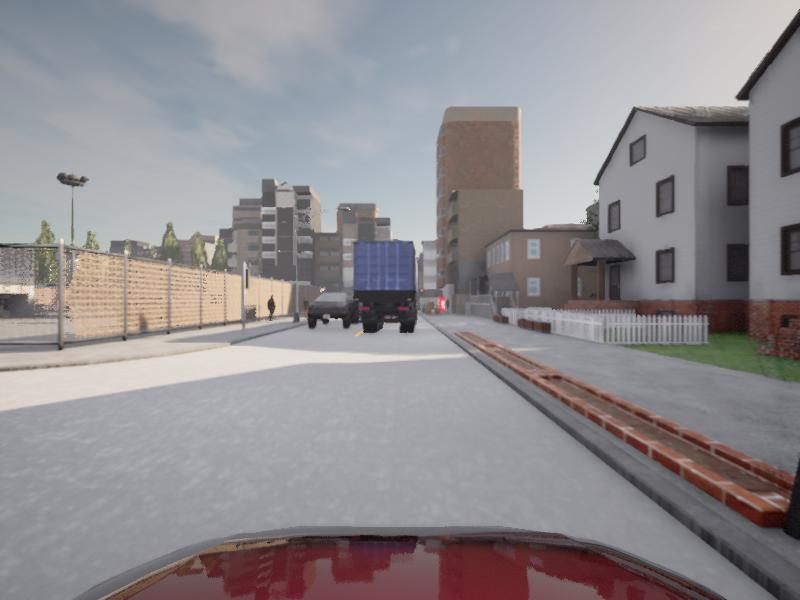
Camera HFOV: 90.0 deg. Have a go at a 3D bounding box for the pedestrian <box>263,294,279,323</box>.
[{"bbox_3d":[-8.559,0.556,26.532,0.751,1.860,0.751,0,0,15],"label":"pedestrian"}]

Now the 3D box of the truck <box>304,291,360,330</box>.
[{"bbox_3d":[-3.983,0.564,24.836,2.390,2.098,6.274,0,0,0],"label":"truck"}]

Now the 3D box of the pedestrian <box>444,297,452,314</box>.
[{"bbox_3d":[5.174,0.562,43.225,0.751,1.860,0.751,0,0,-9],"label":"pedestrian"}]

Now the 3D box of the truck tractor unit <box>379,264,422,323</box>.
[{"bbox_3d":[0.006,-0.492,31.720,3.053,4.208,6.516,0,0,0],"label":"truck tractor unit"}]

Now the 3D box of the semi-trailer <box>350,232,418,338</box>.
[{"bbox_3d":[-0.326,-0.597,23.819,2.717,4.402,14.254,0,0,3],"label":"semi-trailer"}]

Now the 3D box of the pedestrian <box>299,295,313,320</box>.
[{"bbox_3d":[-7.264,0.560,30.788,0.751,1.860,0.751,0,0,34],"label":"pedestrian"}]
